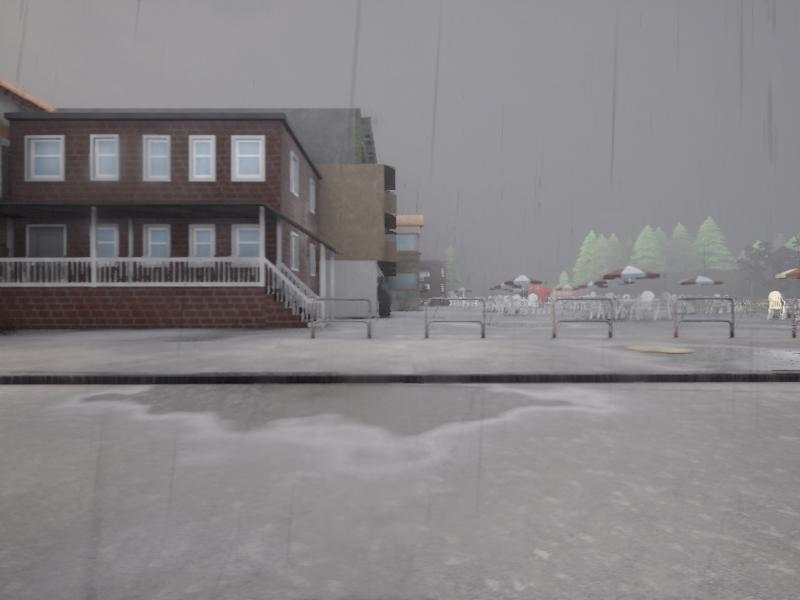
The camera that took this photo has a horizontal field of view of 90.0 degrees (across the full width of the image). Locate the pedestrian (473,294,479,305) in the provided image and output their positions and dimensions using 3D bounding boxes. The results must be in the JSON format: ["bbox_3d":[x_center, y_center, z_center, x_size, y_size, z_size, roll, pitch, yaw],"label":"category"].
[{"bbox_3d":[12.571,-0.064,66.097,0.751,1.860,0.751,0,0,-1],"label":"pedestrian"}]

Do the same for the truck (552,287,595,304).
[{"bbox_3d":[38.619,-0.993,89.315,8.468,3.827,2.891,0,0,0],"label":"truck"}]
